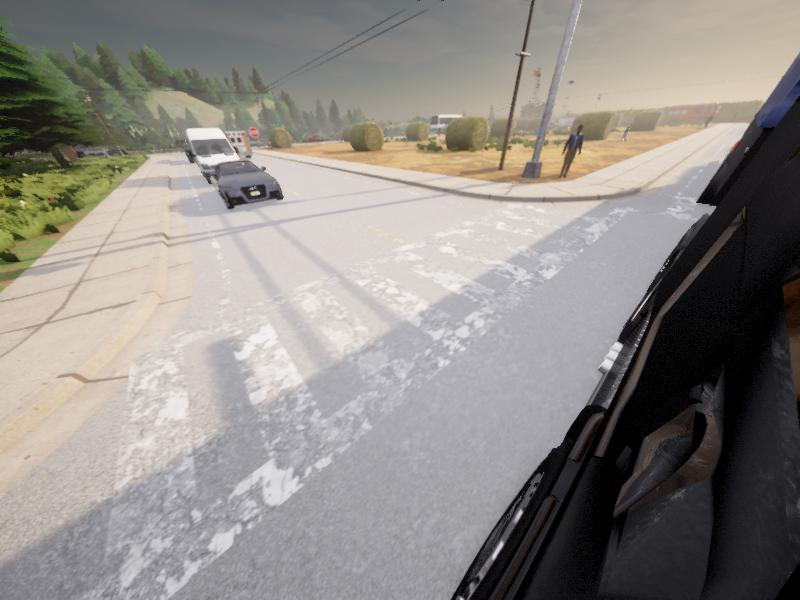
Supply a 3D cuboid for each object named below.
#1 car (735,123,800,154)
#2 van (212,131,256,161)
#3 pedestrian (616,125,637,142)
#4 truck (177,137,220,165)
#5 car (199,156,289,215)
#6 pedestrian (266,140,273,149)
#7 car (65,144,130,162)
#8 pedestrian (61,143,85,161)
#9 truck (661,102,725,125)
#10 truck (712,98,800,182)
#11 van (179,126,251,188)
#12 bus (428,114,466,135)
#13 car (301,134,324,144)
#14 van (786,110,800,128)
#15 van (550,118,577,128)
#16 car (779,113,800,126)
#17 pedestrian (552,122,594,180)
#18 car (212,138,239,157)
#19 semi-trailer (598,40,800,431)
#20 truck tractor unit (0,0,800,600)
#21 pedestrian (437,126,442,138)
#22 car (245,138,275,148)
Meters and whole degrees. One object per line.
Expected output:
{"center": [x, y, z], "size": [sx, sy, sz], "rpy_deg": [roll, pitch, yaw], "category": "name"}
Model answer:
{"center": [24.372, -10.737, 15.279], "size": [4.181, 1.385, 1.994], "rpy_deg": [-28, 44, -30], "category": "car"}
{"center": [-18.638, -17.296, 25.862], "size": [2.351, 2.431, 6.366], "rpy_deg": [-27, 43, -29], "category": "van"}
{"center": [21.797, -16.038, 22.269], "size": [0.751, 1.300, 0.751], "rpy_deg": [-8, 37, -7], "category": "pedestrian"}
{"center": [-20.959, -15.540, 23.940], "size": [2.390, 2.098, 6.274], "rpy_deg": [-27, 43, -29], "category": "truck"}
{"center": [-6.406, -4.832, 9.369], "size": [1.994, 1.385, 4.181], "rpy_deg": [-27, 43, -29], "category": "car"}
{"center": [-19.994, -23.757, 35.362], "size": [0.500, 1.100, 0.500], "rpy_deg": [12, 39, 18], "category": "pedestrian"}
{"center": [-43.056, -21.151, 33.120], "size": [5.238, 1.638, 1.930], "rpy_deg": [-25, 42, -27], "category": "car"}
{"center": [-42.082, -18.998, 29.711], "size": [0.751, 1.860, 0.751], "rpy_deg": [12, 39, 19], "category": "pedestrian"}
{"center": [69.664, -44.368, 55.290], "size": [2.891, 3.827, 8.468], "rpy_deg": [-27, 43, -29], "category": "truck"}
{"center": [16.217, -6.840, 9.665], "size": [5.204, 2.467, 2.627], "rpy_deg": [-28, 44, -30], "category": "truck"}
{"center": [-11.134, -8.650, 13.777], "size": [1.988, 2.561, 5.915], "rpy_deg": [-27, 43, -29], "category": "van"}
{"center": [13.105, -48.654, 64.111], "size": [10.273, 4.253, 3.944], "rpy_deg": [-25, 42, -27], "category": "bus"}
{"center": [-19.010, -34.966, 50.178], "size": [4.193, 1.474, 1.816], "rpy_deg": [-25, 42, -27], "category": "car"}
{"center": [55.733, -24.995, 31.814], "size": [4.442, 1.987, 1.775], "rpy_deg": [-28, 44, -30], "category": "van"}
{"center": [53.776, -58.471, 76.236], "size": [2.351, 2.431, 6.366], "rpy_deg": [-26, 43, -28], "category": "van"}
{"center": [64.550, -29.492, 37.688], "size": [4.792, 1.488, 2.163], "rpy_deg": [-28, 44, -30], "category": "car"}
{"center": [6.897, -5.967, 9.311], "size": [0.751, 1.860, 0.751], "rpy_deg": [18, 42, 25], "category": "pedestrian"}
{"center": [-23.149, -20.300, 30.596], "size": [1.905, 1.878, 3.866], "rpy_deg": [-27, 43, -29], "category": "car"}
{"center": [8.695, -3.614, 4.221], "size": [14.254, 4.402, 2.717], "rpy_deg": [-28, 44, -30], "category": "semi-trailer"}
{"center": [2.645, -0.295, 0.351], "size": [6.516, 4.208, 3.053], "rpy_deg": [-28, 44, -30], "category": "truck tractor unit"}
{"center": [7.529, -32.115, 44.113], "size": [0.751, 1.860, 0.751], "rpy_deg": [2, 37, 6], "category": "pedestrian"}
{"center": [-27.506, -30.906, 45.444], "size": [4.718, 1.301, 1.895], "rpy_deg": [-25, 42, -27], "category": "car"}
